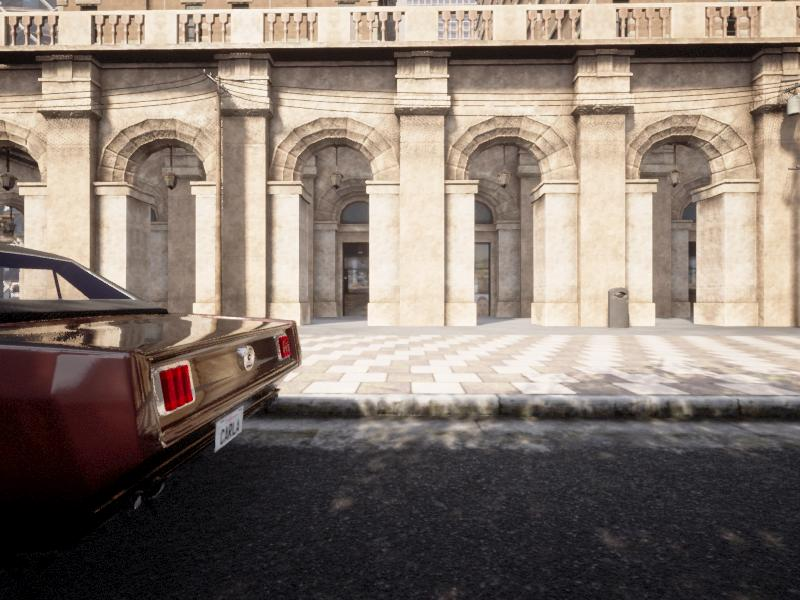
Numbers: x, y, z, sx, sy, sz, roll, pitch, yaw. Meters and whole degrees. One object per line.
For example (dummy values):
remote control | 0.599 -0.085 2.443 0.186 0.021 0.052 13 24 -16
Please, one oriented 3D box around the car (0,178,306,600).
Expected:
car | -3.058 0.338 2.008 4.718 1.301 1.895 0 0 1
